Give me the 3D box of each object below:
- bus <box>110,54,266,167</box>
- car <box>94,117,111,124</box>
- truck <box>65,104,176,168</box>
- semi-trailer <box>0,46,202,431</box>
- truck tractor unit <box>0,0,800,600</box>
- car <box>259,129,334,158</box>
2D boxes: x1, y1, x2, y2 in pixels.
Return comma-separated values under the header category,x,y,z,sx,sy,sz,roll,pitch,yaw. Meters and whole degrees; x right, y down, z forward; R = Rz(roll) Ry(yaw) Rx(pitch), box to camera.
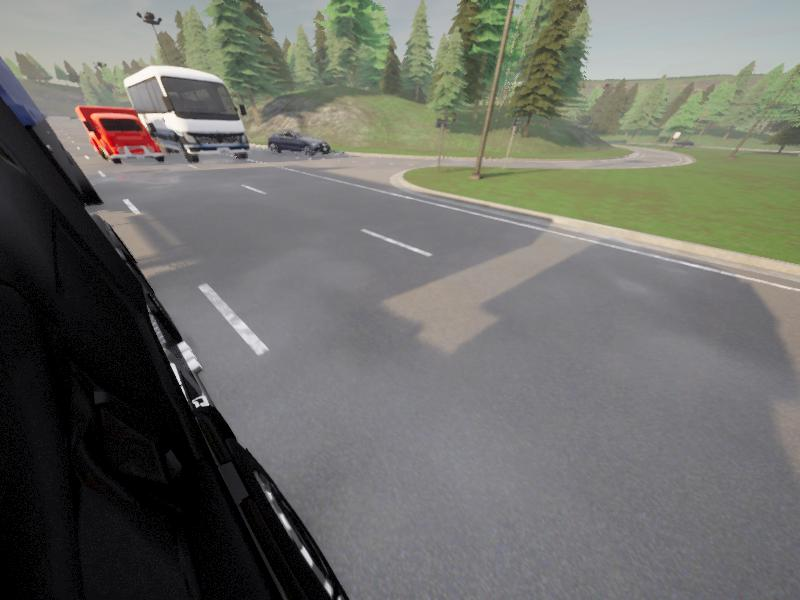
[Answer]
category,x,y,z,sx,sy,sz,roll,pitch,yaw
bus,-13.794,-11.814,15.013,10.273,4.253,3.944,28,44,30
car,-82.899,-50.094,64.430,4.902,1.511,2.128,28,44,30
truck,-15.568,-9.180,12.917,5.204,2.467,2.627,28,44,30
semi-trailer,-8.712,-3.583,4.233,14.254,4.402,2.717,28,44,30
truck tractor unit,-2.645,-0.295,0.352,6.516,4.208,3.053,28,44,30
car,-8.246,-12.686,18.629,5.027,1.651,2.152,14,39,15
